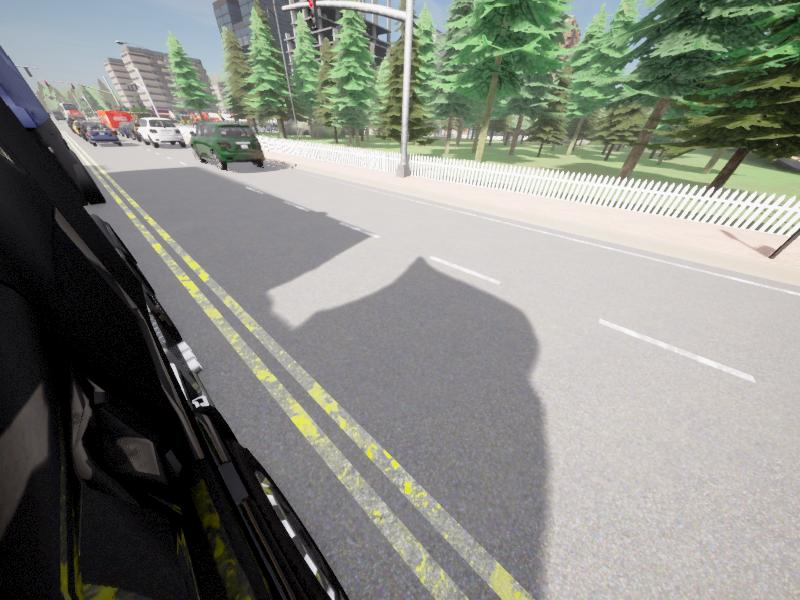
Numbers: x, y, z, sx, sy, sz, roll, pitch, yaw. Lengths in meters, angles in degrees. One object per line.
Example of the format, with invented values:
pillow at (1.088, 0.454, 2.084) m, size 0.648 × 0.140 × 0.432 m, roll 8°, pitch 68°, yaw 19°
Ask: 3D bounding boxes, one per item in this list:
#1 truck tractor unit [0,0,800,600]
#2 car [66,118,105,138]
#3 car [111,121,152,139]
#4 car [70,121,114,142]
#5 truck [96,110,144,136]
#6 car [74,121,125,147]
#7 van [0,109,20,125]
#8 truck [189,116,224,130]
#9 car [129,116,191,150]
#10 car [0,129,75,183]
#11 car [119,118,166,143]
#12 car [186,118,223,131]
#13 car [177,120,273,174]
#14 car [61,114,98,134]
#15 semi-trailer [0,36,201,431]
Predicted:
truck tractor unit at (-2.645, -0.295, 0.351) m, size 6.516 × 4.208 × 3.053 m, roll 28°, pitch 44°, yaw 30°
car at (-35.187, -19.245, 25.826) m, size 5.366 × 1.575 × 1.801 m, roll 28°, pitch 44°, yaw 30°
car at (-31.513, -19.985, 27.128) m, size 4.792 × 1.488 × 2.163 m, roll 28°, pitch 44°, yaw 30°
car at (-29.837, -16.356, 22.390) m, size 4.193 × 1.474 × 1.816 m, roll 28°, pitch 44°, yaw 30°
truck at (-36.383, -22.980, 29.998) m, size 5.204 × 2.467 × 2.627 m, roll 28°, pitch 44°, yaw 30°
car at (-24.990, -13.814, 19.232) m, size 3.705 × 1.549 × 1.789 m, roll 28°, pitch 44°, yaw 30°
van at (-66.708, -30.725, 38.804) m, size 4.480 × 2.038 × 2.069 m, roll 28°, pitch 44°, yaw 30°
truck at (-45.427, -41.641, 54.372) m, size 2.627 × 2.467 × 5.204 m, roll 27°, pitch 43°, yaw 29°
car at (-20.939, -14.595, 20.119) m, size 5.566 × 2.045 × 2.150 m, roll 28°, pitch 44°, yaw 30°
car at (-15.557, -6.030, 9.508) m, size 3.806 × 1.475 × 1.970 m, roll 28°, pitch 44°, yaw 30°
car at (-26.500, -17.483, 23.768) m, size 4.605 × 1.855 × 1.932 m, roll 28°, pitch 44°, yaw 30°
car at (-43.670, -39.382, 51.808) m, size 2.150 × 2.045 × 5.566 m, roll 27°, pitch 43°, yaw 29°
car at (-9.787, -8.673, 12.906) m, size 5.566 × 2.045 × 2.150 m, roll 28°, pitch 44°, yaw 30°
car at (-40.580, -22.236, 29.234) m, size 4.605 × 1.855 × 1.932 m, roll 28°, pitch 44°, yaw 30°
semi-trailer at (-8.660, -3.632, 4.262) m, size 14.254 × 4.402 × 2.717 m, roll 29°, pitch 44°, yaw 30°
